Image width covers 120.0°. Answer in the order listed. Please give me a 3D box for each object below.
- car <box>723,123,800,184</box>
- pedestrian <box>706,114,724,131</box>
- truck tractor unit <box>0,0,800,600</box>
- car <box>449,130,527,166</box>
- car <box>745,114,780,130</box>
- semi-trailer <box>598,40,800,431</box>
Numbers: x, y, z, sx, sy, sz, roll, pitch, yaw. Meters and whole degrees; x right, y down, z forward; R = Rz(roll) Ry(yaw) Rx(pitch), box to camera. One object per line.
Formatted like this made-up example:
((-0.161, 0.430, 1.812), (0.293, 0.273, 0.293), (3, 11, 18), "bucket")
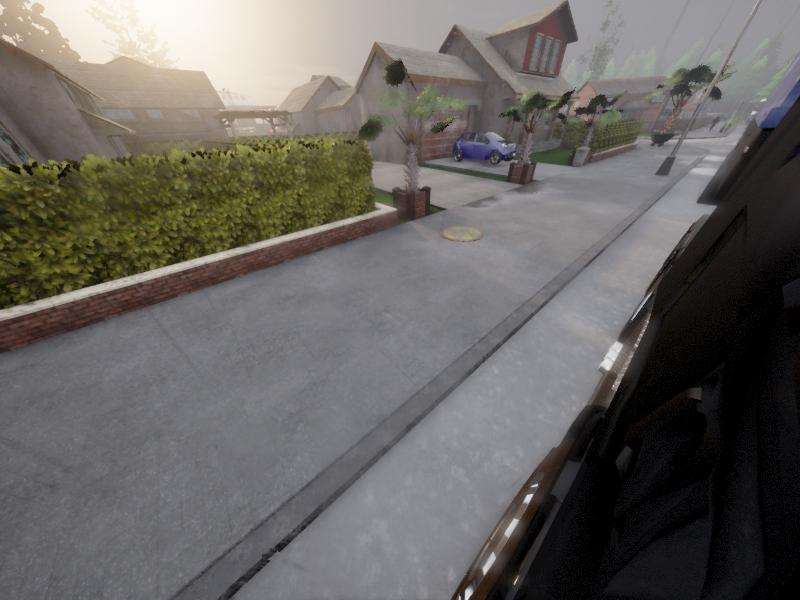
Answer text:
((16.100, -6.404, 9.848), (5.238, 1.638, 1.930), (-28, 44, -30), "car")
((43.418, -24.462, 31.865), (0.751, 1.860, 0.751), (-31, 45, -33), "pedestrian")
((2.645, -0.295, 0.351), (6.516, 4.208, 3.053), (-28, 44, -30), "truck tractor unit")
((4.982, -8.957, 13.509), (1.845, 1.501, 3.633), (-30, 45, -32), "car")
((53.295, -26.259, 34.064), (5.027, 1.651, 2.152), (-28, 44, -30), "car")
((8.694, -3.609, 4.231), (14.254, 4.402, 2.717), (-28, 44, -30), "semi-trailer")
